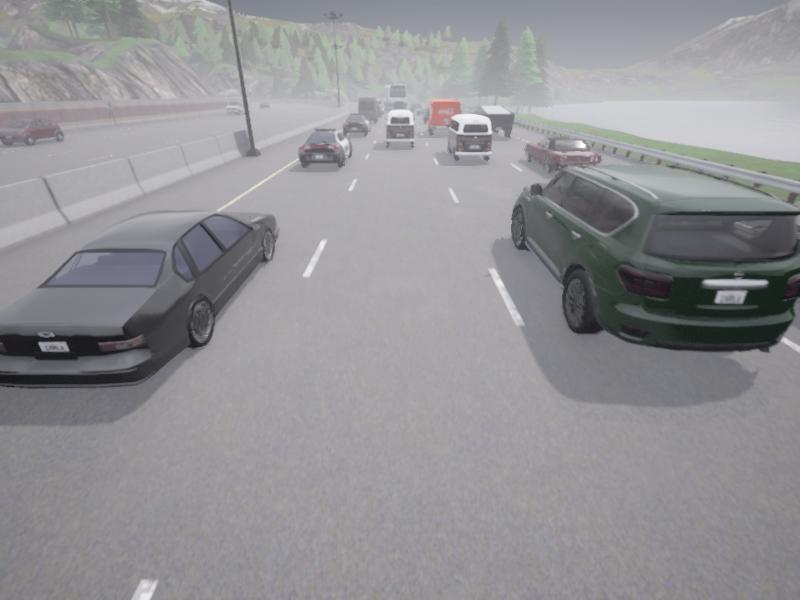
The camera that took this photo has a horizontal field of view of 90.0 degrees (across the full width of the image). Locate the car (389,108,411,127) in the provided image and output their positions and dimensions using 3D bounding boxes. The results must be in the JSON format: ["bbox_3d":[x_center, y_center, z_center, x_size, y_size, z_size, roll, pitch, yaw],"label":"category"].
[{"bbox_3d":[0.027,-18.732,41.036,2.128,1.511,4.902,0,27,0],"label":"car"}]

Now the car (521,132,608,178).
[{"bbox_3d":[7.016,-6.546,17.739,1.895,1.301,4.718,0,27,0],"label":"car"}]

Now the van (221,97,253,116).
[{"bbox_3d":[-24.600,-29.436,60.786,2.351,2.431,6.366,-1,27,-2],"label":"van"}]

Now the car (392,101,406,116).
[{"bbox_3d":[-0.140,-28.875,60.183,1.905,1.878,3.866,-1,27,-2],"label":"car"}]

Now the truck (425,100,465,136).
[{"bbox_3d":[3.521,-15.032,32.837,2.627,2.467,5.204,0,27,0],"label":"truck"}]

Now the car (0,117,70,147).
[{"bbox_3d":[-24.480,-11.203,26.585,1.789,1.549,3.705,0,27,0],"label":"car"}]

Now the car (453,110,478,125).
[{"bbox_3d":[7.029,-19.717,43.137,1.895,1.301,4.718,0,27,0],"label":"car"}]

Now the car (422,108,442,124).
[{"bbox_3d":[3.529,-20.636,44.731,1.816,1.474,4.193,0,27,0],"label":"car"}]

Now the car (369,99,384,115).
[{"bbox_3d":[-3.713,-30.468,63.111,2.150,2.045,5.566,-2,27,-3],"label":"car"}]

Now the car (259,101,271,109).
[{"bbox_3d":[-28.412,-41.094,84.262,1.882,1.535,5.008,-7,28,-12],"label":"car"}]

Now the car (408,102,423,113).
[{"bbox_3d":[2.684,-33.982,70.494,2.007,1.525,4.514,-3,28,-5],"label":"car"}]

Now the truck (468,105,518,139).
[{"bbox_3d":[7.023,-13.934,31.113,2.390,2.098,6.274,0,27,0],"label":"truck"}]

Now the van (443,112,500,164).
[{"bbox_3d":[3.518,-8.429,20.586,2.069,2.038,4.480,0,28,0],"label":"van"}]

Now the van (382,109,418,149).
[{"bbox_3d":[0.018,-11.109,25.762,2.069,2.038,4.480,0,27,0],"label":"van"}]

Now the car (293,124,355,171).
[{"bbox_3d":[-3.481,-7.495,19.366,2.038,1.542,4.974,0,28,0],"label":"car"}]

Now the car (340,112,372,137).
[{"bbox_3d":[-3.475,-14.338,32.559,2.038,1.542,4.974,0,27,0],"label":"car"}]

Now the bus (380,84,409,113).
[{"bbox_3d":[-1.122,-35.849,71.065,3.944,4.253,10.273,-4,28,-7],"label":"bus"}]

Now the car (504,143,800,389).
[{"bbox_3d":[3.499,-1.179,6.591,2.150,2.045,5.566,0,27,1],"label":"car"}]

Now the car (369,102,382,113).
[{"bbox_3d":[-4.356,-34.002,70.482,1.851,1.617,3.988,-4,28,-7],"label":"car"}]

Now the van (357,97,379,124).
[{"bbox_3d":[-3.467,-21.033,44.360,1.988,2.561,5.915,0,26,0],"label":"van"}]

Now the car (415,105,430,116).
[{"bbox_3d":[3.364,-28.701,60.478,1.895,1.301,4.718,-1,27,-2],"label":"car"}]

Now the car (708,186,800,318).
[{"bbox_3d":[7.010,-0.296,5.436,2.007,1.525,4.514,0,27,0],"label":"car"}]

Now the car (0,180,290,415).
[{"bbox_3d":[-3.488,-0.638,6.287,2.033,1.411,5.357,0,27,0],"label":"car"}]
